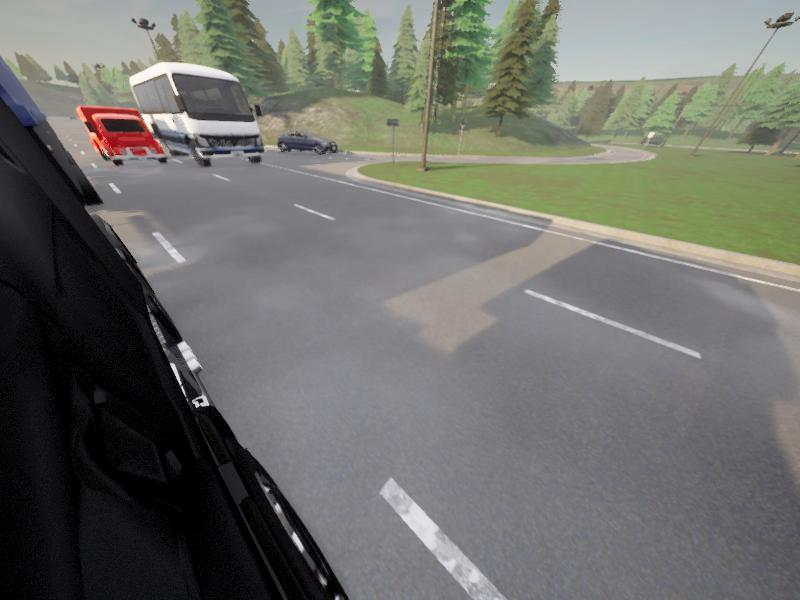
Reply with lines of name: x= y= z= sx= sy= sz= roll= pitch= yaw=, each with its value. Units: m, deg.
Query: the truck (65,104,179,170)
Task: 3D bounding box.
truck: x=-15.150 y=-8.950 z=12.646 sx=5.204 sy=2.467 sz=2.627 roll=28 pitch=44 yaw=30

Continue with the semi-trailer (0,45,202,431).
semi-trailer: x=-8.708 y=-3.585 z=4.237 sx=14.254 sy=4.402 sz=2.717 roll=28 pitch=44 yaw=30

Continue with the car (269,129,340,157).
car: x=-7.972 y=-13.426 z=19.669 sx=5.027 sy=1.651 sz=2.152 roll=11 pitch=38 yaw=11

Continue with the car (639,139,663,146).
car: x=73.398 y=-46.185 z=67.640 sx=4.674 sy=1.442 sz=1.812 roll=28 pitch=44 yaw=30

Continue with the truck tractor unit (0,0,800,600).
truck tractor unit: x=-2.645 y=-0.295 z=0.352 sx=6.516 sy=4.208 sz=3.053 roll=28 pitch=44 yaw=30

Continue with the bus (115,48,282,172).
bus: x=-12.314 y=-11.015 z=14.056 sx=10.273 sy=4.253 sz=3.944 roll=28 pitch=44 yaw=30
